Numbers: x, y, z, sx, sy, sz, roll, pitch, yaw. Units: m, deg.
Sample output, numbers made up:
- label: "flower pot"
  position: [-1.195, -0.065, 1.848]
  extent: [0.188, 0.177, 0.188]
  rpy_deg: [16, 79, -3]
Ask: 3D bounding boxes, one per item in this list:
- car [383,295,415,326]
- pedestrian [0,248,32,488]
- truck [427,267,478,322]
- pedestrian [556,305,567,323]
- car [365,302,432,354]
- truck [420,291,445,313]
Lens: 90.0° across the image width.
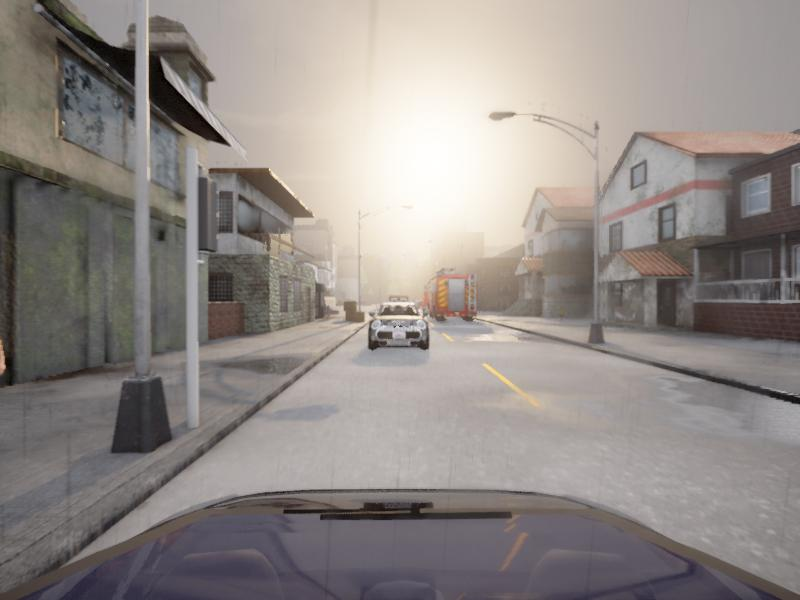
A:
- label: "car"
  position: [-0.078, 0.587, 26.159]
  extent: [1.905, 1.878, 3.866]
  rpy_deg: [0, 1, 0]
- label: "pedestrian"
  position: [-3.513, 0.525, 3.199]
  extent: [0.751, 1.860, 0.751]
  rpy_deg: [0, 0, 41]
- label: "truck"
  position: [3.917, -0.389, 31.889]
  extent: [2.891, 3.827, 8.468]
  rpy_deg: [0, 0, 0]
- label: "pedestrian"
  position: [10.394, 0.882, 25.761]
  extent: [0.500, 1.100, 0.500]
  rpy_deg: [0, 0, 41]
- label: "car"
  position: [-0.045, 0.823, 13.558]
  extent: [1.970, 1.475, 3.806]
  rpy_deg: [0, 0, 0]
- label: "truck"
  position: [3.864, 0.253, 48.476]
  extent: [2.627, 2.467, 5.204]
  rpy_deg: [0, 0, 0]
